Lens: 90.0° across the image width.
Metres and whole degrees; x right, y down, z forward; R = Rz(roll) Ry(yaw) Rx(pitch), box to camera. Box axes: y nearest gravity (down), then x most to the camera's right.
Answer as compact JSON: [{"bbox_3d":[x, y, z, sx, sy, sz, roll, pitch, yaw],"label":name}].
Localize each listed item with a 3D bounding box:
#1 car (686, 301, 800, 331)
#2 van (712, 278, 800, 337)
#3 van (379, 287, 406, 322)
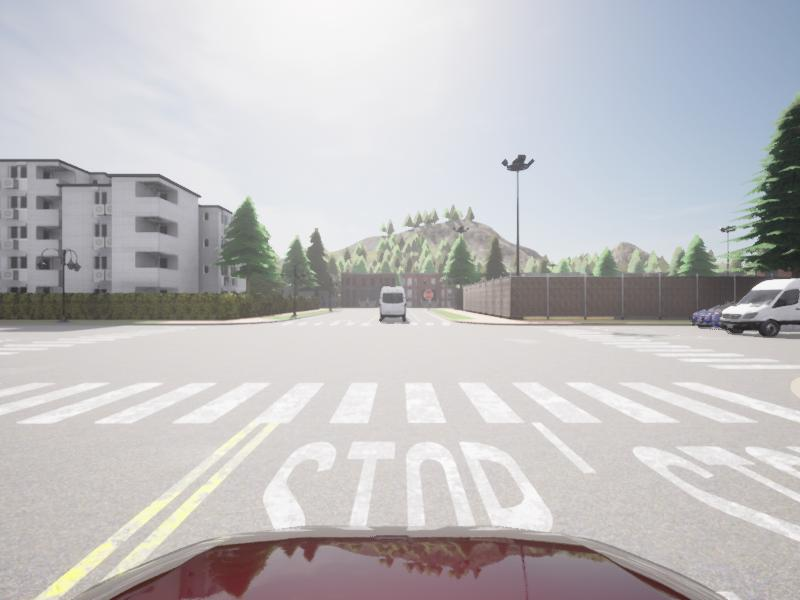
[{"bbox_3d":[18.440,0.828,21.622,4.514,1.525,2.007,0,0,1],"label":"car"},{"bbox_3d":[17.913,0.322,18.135,5.915,2.561,1.988,0,0,1],"label":"van"},{"bbox_3d":[-0.529,0.304,32.416,1.988,2.561,5.915,0,0,0],"label":"van"}]
